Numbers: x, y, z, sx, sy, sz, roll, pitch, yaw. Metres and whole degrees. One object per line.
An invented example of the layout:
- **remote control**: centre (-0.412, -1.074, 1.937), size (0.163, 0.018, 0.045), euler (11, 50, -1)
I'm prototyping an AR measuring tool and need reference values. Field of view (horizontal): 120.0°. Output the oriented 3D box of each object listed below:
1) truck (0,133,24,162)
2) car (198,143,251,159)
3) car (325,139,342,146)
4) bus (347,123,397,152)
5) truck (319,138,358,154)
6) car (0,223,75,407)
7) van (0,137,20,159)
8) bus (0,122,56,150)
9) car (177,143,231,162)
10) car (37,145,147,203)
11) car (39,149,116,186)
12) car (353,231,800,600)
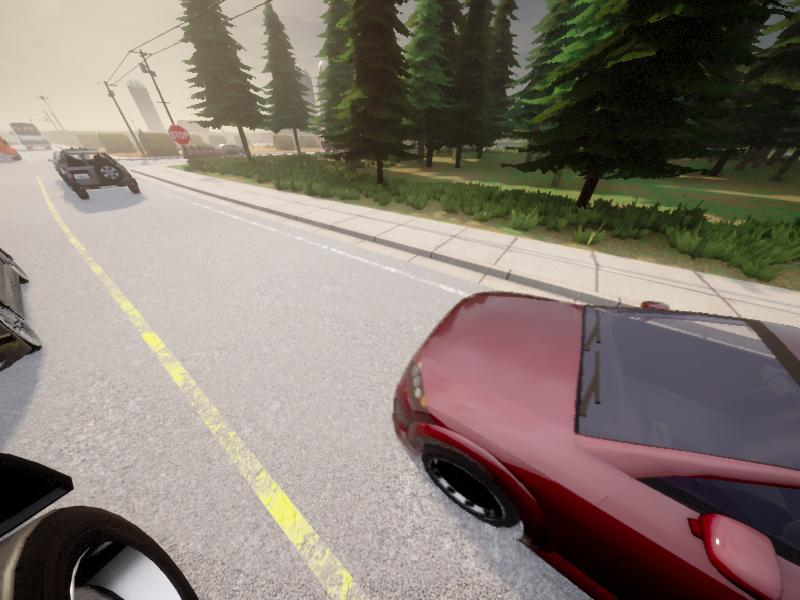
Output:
- **truck**: centre (-43.366, -16.270, 24.555), size (5.204, 2.467, 2.627), euler (24, 41, 29)
- **car**: centre (-22.855, -19.544, 30.251), size (2.128, 1.511, 4.902), euler (21, 40, 27)
- **car**: centre (-20.746, -49.149, 72.030), size (4.553, 1.767, 2.097), euler (21, 40, 26)
- **bus**: centre (-5.184, -32.252, 46.047), size (3.944, 4.253, 10.273), euler (21, 40, 27)
- **truck**: centre (-10.484, -26.729, 40.034), size (2.390, 2.098, 6.274), euler (21, 40, 27)
- **car**: centre (-6.390, -0.083, 2.692), size (4.902, 1.511, 2.128), euler (22, 41, 28)
- **van**: centre (-48.637, -18.372, 27.878), size (4.480, 2.038, 2.069), euler (24, 41, 29)
- **bus**: centre (-73.557, -32.475, 45.810), size (10.273, 4.253, 3.944), euler (23, 41, 29)
- **car**: centre (-21.994, -16.688, 26.117), size (1.851, 1.617, 3.988), euler (21, 40, 27)
- **car**: centre (-14.104, -5.923, 10.586), size (4.605, 1.855, 1.932), euler (23, 41, 29)
- **car**: centre (-19.388, -8.088, 13.930), size (4.514, 1.525, 2.007), euler (25, 42, 31)
- **car**: centre (2.009, 0.927, 1.427), size (4.181, 1.385, 1.994), euler (22, 41, 28)
